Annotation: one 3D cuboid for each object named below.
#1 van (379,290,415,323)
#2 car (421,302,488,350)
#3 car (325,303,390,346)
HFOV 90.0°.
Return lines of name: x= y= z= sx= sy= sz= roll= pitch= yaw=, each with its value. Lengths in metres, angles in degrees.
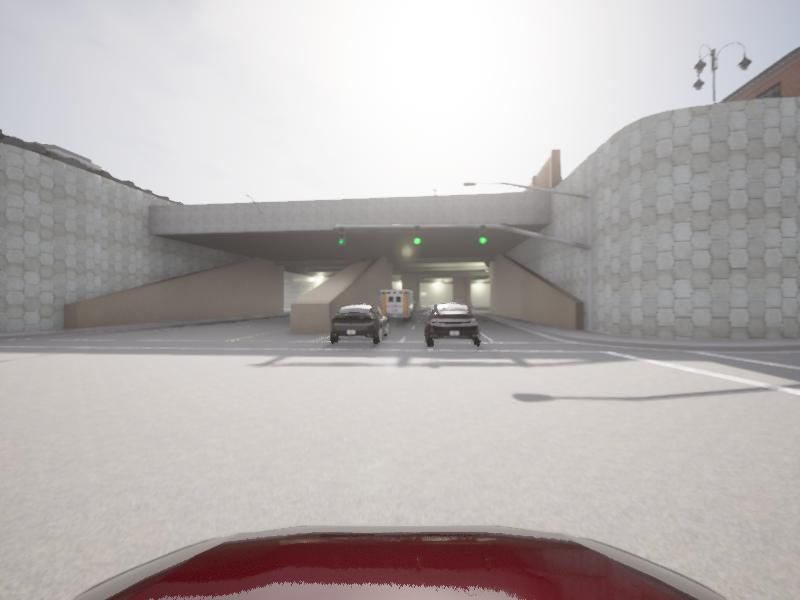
van: x=-0.136 y=0.465 z=32.880 sx=2.351 sy=2.431 sz=6.366 roll=0 pitch=0 yaw=5
car: x=1.889 y=0.861 z=15.251 sx=2.128 sy=1.511 sz=4.902 roll=0 pitch=0 yaw=3
car: x=-1.552 y=0.889 z=16.416 sx=1.837 sy=1.490 sz=4.892 roll=0 pitch=0 yaw=4
